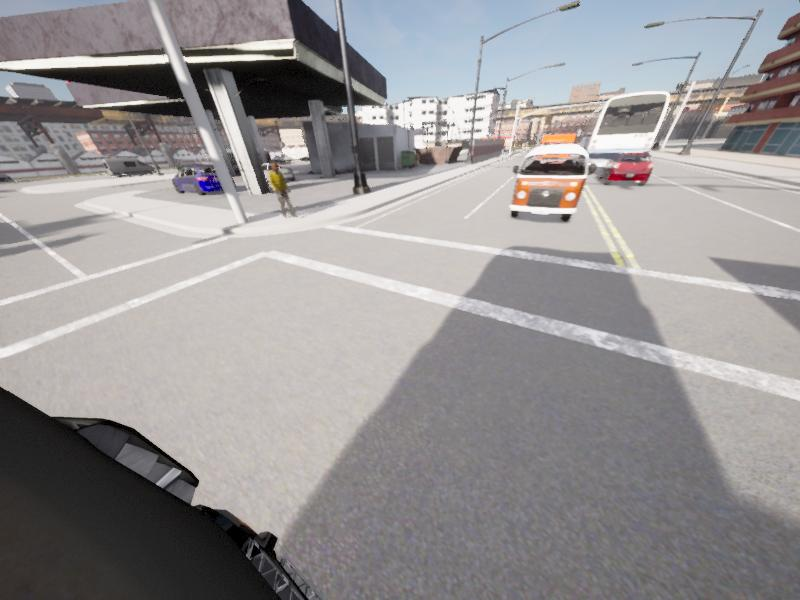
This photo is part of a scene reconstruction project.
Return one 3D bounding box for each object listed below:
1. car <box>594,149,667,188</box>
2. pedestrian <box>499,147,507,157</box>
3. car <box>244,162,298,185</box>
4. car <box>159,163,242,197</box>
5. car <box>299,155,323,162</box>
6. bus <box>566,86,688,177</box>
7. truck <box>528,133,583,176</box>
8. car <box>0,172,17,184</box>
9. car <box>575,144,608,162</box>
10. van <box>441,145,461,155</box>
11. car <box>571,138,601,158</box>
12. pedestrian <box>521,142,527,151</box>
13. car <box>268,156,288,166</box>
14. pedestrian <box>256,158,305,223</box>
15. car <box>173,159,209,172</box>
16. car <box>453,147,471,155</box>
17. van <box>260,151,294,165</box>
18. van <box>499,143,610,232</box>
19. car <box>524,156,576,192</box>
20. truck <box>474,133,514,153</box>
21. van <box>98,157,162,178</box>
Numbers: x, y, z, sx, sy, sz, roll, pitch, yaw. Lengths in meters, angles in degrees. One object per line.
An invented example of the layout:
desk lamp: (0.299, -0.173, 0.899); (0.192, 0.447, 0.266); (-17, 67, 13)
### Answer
car: (12.269, -7.270, 12.640); (1.845, 1.501, 3.633); (15, 38, 25)
pedestrian: (16.339, -23.433, 36.637); (0.751, 1.300, 0.751); (18, 39, 28)
car: (-11.122, -11.001, 19.987); (3.806, 1.475, 1.970); (16, 38, 26)
car: (-13.337, -8.100, 15.482); (4.611, 1.667, 2.242); (16, 38, 26)
car: (-23.633, -37.710, 61.432); (5.357, 1.411, 2.033); (-16, 36, -19)
bus: (16.109, -12.588, 17.916); (3.944, 4.253, 10.273); (15, 38, 25)
truck: (12.026, -11.411, 18.061); (2.627, 2.467, 5.204); (15, 38, 25)
car: (-61.796, -18.325, 34.882); (1.845, 1.501, 3.633); (16, 38, 26)
car: (21.750, -16.896, 26.465); (2.038, 1.542, 4.974); (14, 37, 24)
van: (13.007, -38.282, 58.968); (4.480, 2.038, 2.069); (16, 38, 26)
car: (25.624, -21.060, 31.994); (2.150, 2.045, 5.566); (14, 37, 24)
pedestrian: (33.532, -41.553, 62.478); (0.751, 1.860, 0.751); (15, 38, 25)
car: (-25.974, -29.834, 49.501); (1.930, 1.638, 5.238); (-5, 34, -4)
pedestrian: (-4.034, -3.745, 7.928); (0.751, 1.860, 0.751); (22, 41, 33)
car: (-41.562, -26.809, 45.974); (2.097, 1.767, 4.553); (16, 38, 26)
car: (14.776, -35.351, 54.862); (3.633, 1.501, 1.845); (16, 38, 26)
van: (-29.146, -33.676, 54.821); (6.366, 2.431, 2.351); (-26, 40, -31)
van: (5.094, -4.136, 7.984); (2.069, 2.038, 4.480); (15, 37, 25)
car: (8.507, -7.274, 13.141); (1.895, 1.301, 4.718); (15, 38, 25)
truck: (24.092, -40.338, 59.607); (8.468, 3.827, 2.891); (16, 38, 26)
van: (-43.380, -21.504, 37.416); (1.988, 2.561, 5.915); (16, 38, 26)
